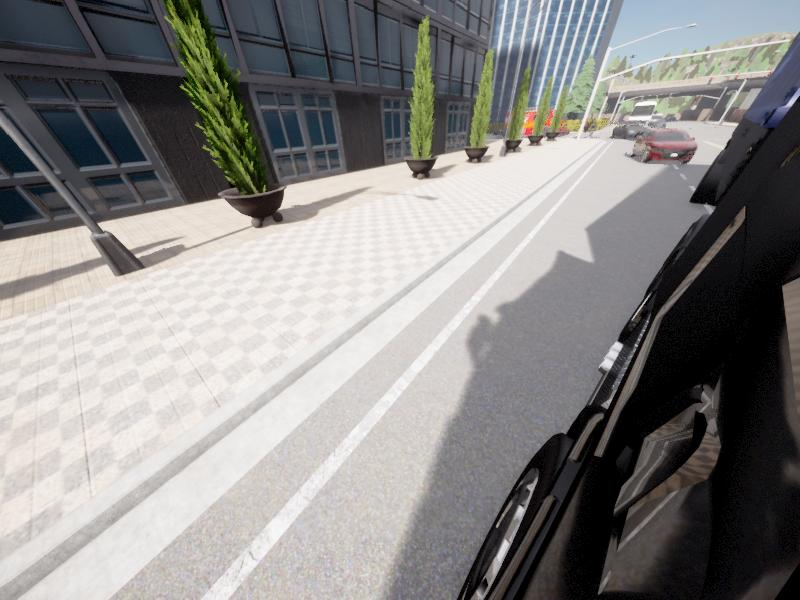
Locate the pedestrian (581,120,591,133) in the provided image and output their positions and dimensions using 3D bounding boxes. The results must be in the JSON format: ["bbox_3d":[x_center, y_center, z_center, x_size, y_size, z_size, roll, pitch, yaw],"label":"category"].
[{"bbox_3d":[34.160,-31.816,42.395,0.751,1.860,0.751,21,43,29],"label":"pedestrian"}]

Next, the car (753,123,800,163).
[{"bbox_3d":[21.890,-8.439,12.285,2.128,1.511,4.902,24,44,31],"label":"car"}]

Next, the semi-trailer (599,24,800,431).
[{"bbox_3d":[8.610,-3.666,4.311,14.254,4.402,2.717,-29,44,-31],"label":"semi-trailer"}]

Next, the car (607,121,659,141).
[{"bbox_3d":[26.971,-19.776,26.968,2.242,1.667,4.611,8,38,12],"label":"car"}]

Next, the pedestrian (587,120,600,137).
[{"bbox_3d":[28.027,-24.844,33.468,0.751,1.860,0.751,23,44,30],"label":"pedestrian"}]

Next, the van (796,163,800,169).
[{"bbox_3d":[17.142,-5.098,7.355,2.351,2.431,6.366,24,44,31],"label":"van"}]

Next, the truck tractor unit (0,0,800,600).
[{"bbox_3d":[2.645,-0.295,0.351,6.516,4.208,3.053,-28,44,-30],"label":"truck tractor unit"}]

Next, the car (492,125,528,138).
[{"bbox_3d":[19.366,-29.910,40.992,5.238,1.638,1.930,24,44,31],"label":"car"}]

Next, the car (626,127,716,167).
[{"bbox_3d":[15.272,-9.027,13.458,1.882,1.535,5.008,16,41,24],"label":"car"}]

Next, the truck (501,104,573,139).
[{"bbox_3d":[20.881,-27.425,35.757,8.468,3.827,2.891,24,44,31],"label":"truck"}]

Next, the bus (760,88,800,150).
[{"bbox_3d":[29.342,-12.156,14.496,3.944,4.253,10.273,24,44,31],"label":"bus"}]

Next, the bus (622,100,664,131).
[{"bbox_3d":[47.626,-36.341,45.645,3.944,4.253,10.273,24,44,31],"label":"bus"}]
